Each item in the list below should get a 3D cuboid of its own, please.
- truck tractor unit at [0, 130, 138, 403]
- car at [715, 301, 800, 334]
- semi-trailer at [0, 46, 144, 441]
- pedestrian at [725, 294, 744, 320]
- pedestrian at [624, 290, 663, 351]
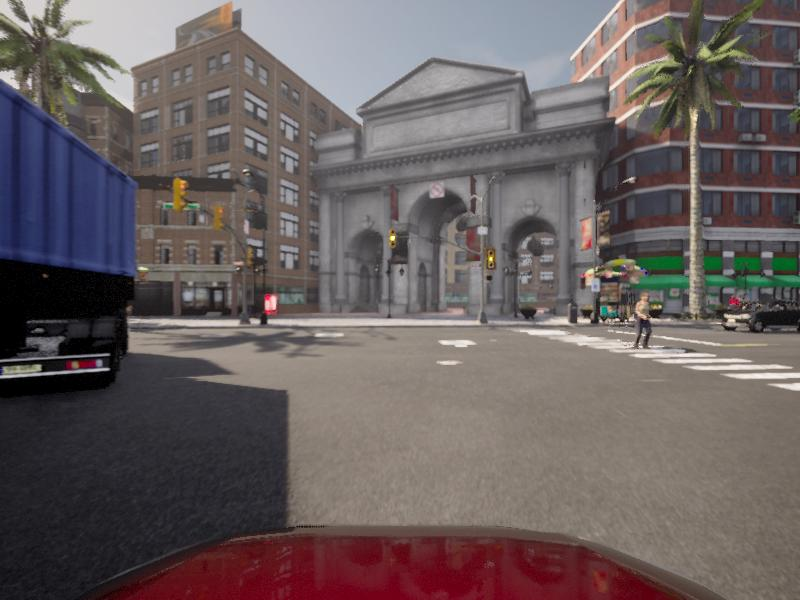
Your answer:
[{"bbox_3d":[-7.771,-0.535,9.047,3.053,4.208,6.516,0,0,-33],"label":"truck tractor unit"},{"bbox_3d":[18.275,0.820,20.006,3.705,1.549,1.789,0,0,-5],"label":"car"},{"bbox_3d":[-5.082,-0.627,1.673,2.717,4.402,14.254,0,0,-16],"label":"semi-trailer"},{"bbox_3d":[24.422,0.490,29.216,0.751,1.860,0.751,0,0,-5],"label":"pedestrian"},{"bbox_3d":[7.704,0.637,12.675,0.751,1.860,0.751,0,0,-6],"label":"pedestrian"}]
